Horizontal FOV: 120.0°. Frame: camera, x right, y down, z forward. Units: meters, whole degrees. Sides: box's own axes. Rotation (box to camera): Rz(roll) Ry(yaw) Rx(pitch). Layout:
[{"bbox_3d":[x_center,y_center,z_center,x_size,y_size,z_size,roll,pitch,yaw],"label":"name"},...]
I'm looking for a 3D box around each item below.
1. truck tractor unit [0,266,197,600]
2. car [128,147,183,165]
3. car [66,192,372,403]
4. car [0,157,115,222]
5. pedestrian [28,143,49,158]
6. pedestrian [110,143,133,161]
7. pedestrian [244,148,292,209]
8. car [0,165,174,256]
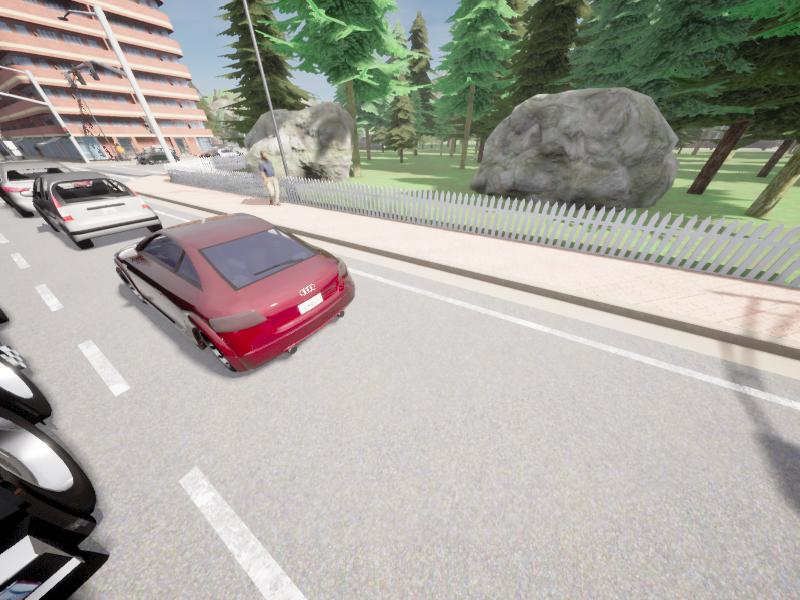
[{"bbox_3d":[-5.114,-0.298,0.774,6.516,4.208,3.053,18,39,24],"label":"truck tractor unit"},{"bbox_3d":[-27.809,-16.501,26.446,1.789,1.549,3.705,11,36,15],"label":"car"},{"bbox_3d":[-2.773,-0.593,3.674,4.181,1.385,1.994,20,40,26],"label":"car"},{"bbox_3d":[-14.323,-4.608,9.259,4.611,1.667,2.242,19,39,25],"label":"car"},{"bbox_3d":[-53.833,-22.259,34.423,0.751,1.860,0.751,18,39,24],"label":"pedestrian"},{"bbox_3d":[-33.057,-17.596,27.479,0.751,1.860,0.751,-1,35,-1],"label":"pedestrian"},{"bbox_3d":[-4.763,-4.430,8.460,0.751,1.860,0.751,18,39,25],"label":"pedestrian"},{"bbox_3d":[-8.953,-2.771,6.637,3.988,1.617,1.851,18,39,25],"label":"car"}]
